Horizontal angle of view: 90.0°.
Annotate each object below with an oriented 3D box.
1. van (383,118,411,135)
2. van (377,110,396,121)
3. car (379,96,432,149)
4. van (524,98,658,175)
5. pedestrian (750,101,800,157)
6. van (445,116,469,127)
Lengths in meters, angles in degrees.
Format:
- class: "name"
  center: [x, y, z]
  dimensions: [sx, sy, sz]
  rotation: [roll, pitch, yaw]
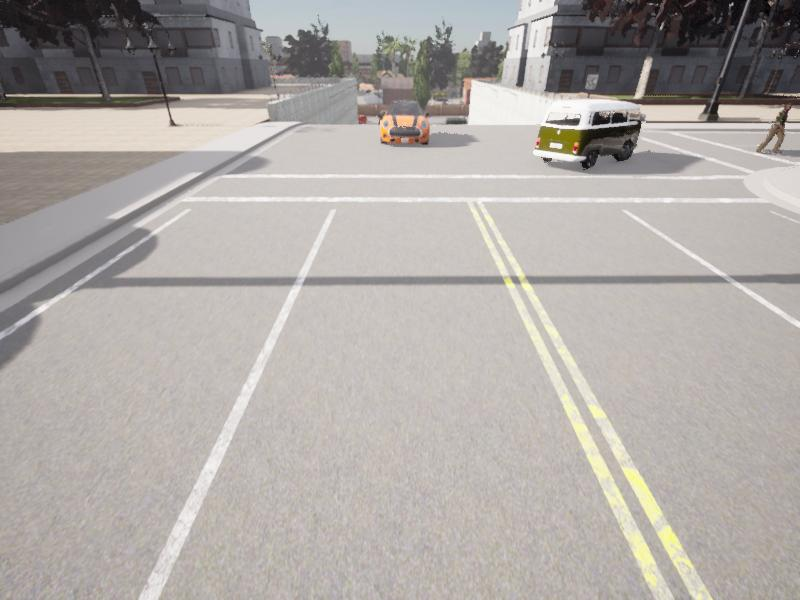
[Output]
- class: "van"
  center: [-0.551, -32.677, 75.169]
  dimensions: [2.351, 2.431, 6.366]
  rotation: [-17, 32, -26]
- class: "van"
  center: [-3.065, -42.500, 92.118]
  dimensions: [4.480, 2.038, 2.069]
  rotation: [0, 30, 0]
- class: "car"
  center: [0.220, -8.246, 18.306]
  dimensions: [2.097, 1.767, 4.553]
  rotation: [1, 29, 0]
- class: "van"
  center: [6.765, -5.918, 14.121]
  dimensions: [4.480, 2.038, 2.069]
  rotation: [-22, 36, -34]
- class: "pedestrian"
  center: [14.247, -6.437, 15.064]
  dimensions: [0.751, 1.860, 0.751]
  rotation: [-5, 31, -8]
- class: "van"
  center: [11.659, -36.655, 82.167]
  dimensions: [4.442, 1.987, 1.775]
  rotation: [0, 30, 0]
